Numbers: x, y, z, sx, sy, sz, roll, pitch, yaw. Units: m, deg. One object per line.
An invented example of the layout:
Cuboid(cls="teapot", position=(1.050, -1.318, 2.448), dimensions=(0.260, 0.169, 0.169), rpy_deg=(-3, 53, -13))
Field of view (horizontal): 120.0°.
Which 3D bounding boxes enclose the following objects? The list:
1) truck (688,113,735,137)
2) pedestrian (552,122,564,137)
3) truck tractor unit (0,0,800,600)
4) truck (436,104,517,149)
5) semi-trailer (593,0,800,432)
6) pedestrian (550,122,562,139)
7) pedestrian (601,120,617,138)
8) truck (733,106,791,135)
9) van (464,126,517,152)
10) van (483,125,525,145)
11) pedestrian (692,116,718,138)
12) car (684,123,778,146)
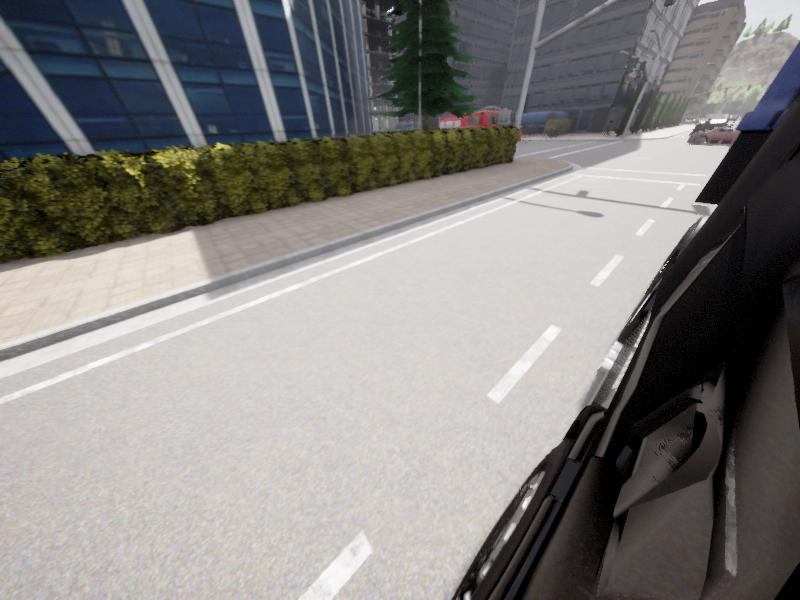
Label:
Cuboid(cls="truck", position=(38.084, -21.397, 28.196), dimensions=(6.274, 2.098, 2.390), rpy_deg=(-28, 43, -30))
Cuboid(cls="pedestrian", position=(25.276, -27.271, 36.935), dimensions=(0.751, 1.860, 0.751), rpy_deg=(-7, 37, -6))
Cuboid(cls="truck tractor unit", position=(2.645, -0.295, 0.351), dimensions=(6.516, 4.208, 3.053), rpy_deg=(-28, 44, -30))
Cuboid(cls="truck", position=(8.630, -20.522, 27.626), dimensions=(2.891, 3.827, 8.468), rpy_deg=(-29, 44, -31))
Cuboid(cls="semi-trailer", position=(9.017, -3.365, 3.889), dimensions=(14.254, 4.402, 2.717), rpy_deg=(-24, 41, -26))
Cuboid(cls="pedestrian", position=(22.056, -23.913, 32.625), dimensions=(0.751, 1.860, 0.751), rpy_deg=(20, 42, 28))
Cuboid(cls="pedestrian", position=(26.991, -22.141, 29.882), dimensions=(0.751, 1.860, 0.751), rpy_deg=(-29, 44, -31))
Cuboid(cls="truck", position=(42.590, -21.245, 27.361), dimensions=(5.204, 2.467, 2.627), rpy_deg=(-28, 43, -30))
Cuboid(cls="van", position=(9.046, -16.378, 23.540), dimensions=(1.775, 1.987, 4.442), rpy_deg=(-29, 44, -31))
Cuboid(cls="van", position=(13.565, -21.719, 30.445), dimensions=(4.442, 1.987, 1.775), rpy_deg=(23, 44, 31))
Cuboid(cls="pedestrian", position=(33.101, -18.739, 25.110), dimensions=(0.751, 1.860, 0.751), rpy_deg=(-19, 39, -20))
Cuboid(cls="car", position=(27.302, -13.790, 19.277), dimensions=(1.994, 1.385, 4.181), rpy_deg=(-29, 44, -31))
